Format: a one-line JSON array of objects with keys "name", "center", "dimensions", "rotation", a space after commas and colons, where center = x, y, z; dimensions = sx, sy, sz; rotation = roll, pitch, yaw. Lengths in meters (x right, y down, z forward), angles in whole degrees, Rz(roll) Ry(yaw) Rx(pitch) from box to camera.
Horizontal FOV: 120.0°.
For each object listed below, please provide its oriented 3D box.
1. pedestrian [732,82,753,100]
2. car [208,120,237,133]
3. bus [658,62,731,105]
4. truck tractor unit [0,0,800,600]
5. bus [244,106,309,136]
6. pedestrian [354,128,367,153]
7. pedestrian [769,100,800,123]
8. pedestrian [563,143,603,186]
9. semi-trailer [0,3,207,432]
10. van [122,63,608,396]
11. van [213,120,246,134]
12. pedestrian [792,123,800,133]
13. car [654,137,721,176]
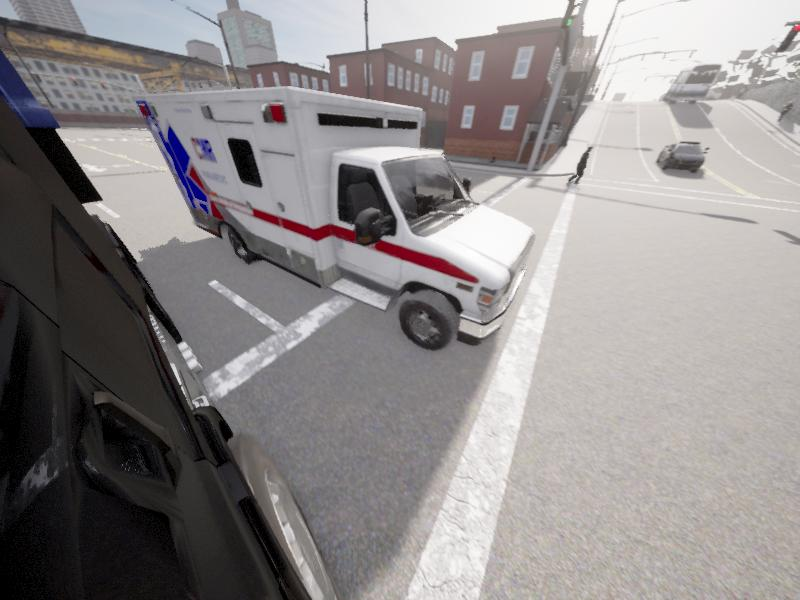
[{"name": "pedestrian", "center": [52.329, -31.933, 35.319], "dimensions": [0.751, 1.860, 0.751], "rotation": [23, 41, 25]}, {"name": "car", "center": [-36.454, -35.604, 47.460], "dimensions": [1.905, 1.878, 3.866], "rotation": [24, 41, 26]}, {"name": "bus", "center": [44.165, -32.913, 35.300], "dimensions": [3.944, 4.253, 10.273], "rotation": [23, 48, 25]}, {"name": "truck tractor unit", "center": [-2.645, -0.295, 0.351], "dimensions": [6.516, 4.208, 3.053], "rotation": [28, 44, 30]}, {"name": "bus", "center": [-24.353, -35.755, 46.459], "dimensions": [3.944, 4.253, 10.273], "rotation": [24, 41, 25]}, {"name": "pedestrian", "center": [-3.673, -14.876, 21.509], "dimensions": [0.751, 1.860, 0.751], "rotation": [24, 42, 26]}, {"name": "pedestrian", "center": [41.331, -20.240, 24.791], "dimensions": [0.751, 1.860, 0.751], "rotation": [23, 41, 25]}, {"name": "pedestrian", "center": [9.699, -7.211, 12.347], "dimensions": [0.751, 1.860, 0.751], "rotation": [2, 37, -1]}, {"name": "semi-trailer", "center": [-9.039, -3.343, 3.868], "dimensions": [14.254, 4.402, 2.717], "rotation": [24, 42, 26]}, {"name": "van", "center": [-1.184, -1.690, 3.823], "dimensions": [6.366, 2.431, 2.351], "rotation": [24, 41, 26]}, {"name": "van", "center": [-33.659, -34.289, 45.797], "dimensions": [1.775, 1.987, 4.442], "rotation": [24, 42, 26]}, {"name": "pedestrian", "center": [39.500, -17.271, 22.219], "dimensions": [0.751, 1.860, 0.751], "rotation": [23, 41, 25]}, {"name": "car", "center": [21.314, -10.948, 17.421], "dimensions": [1.930, 1.638, 5.238], "rotation": [23, 47, 25]}]
